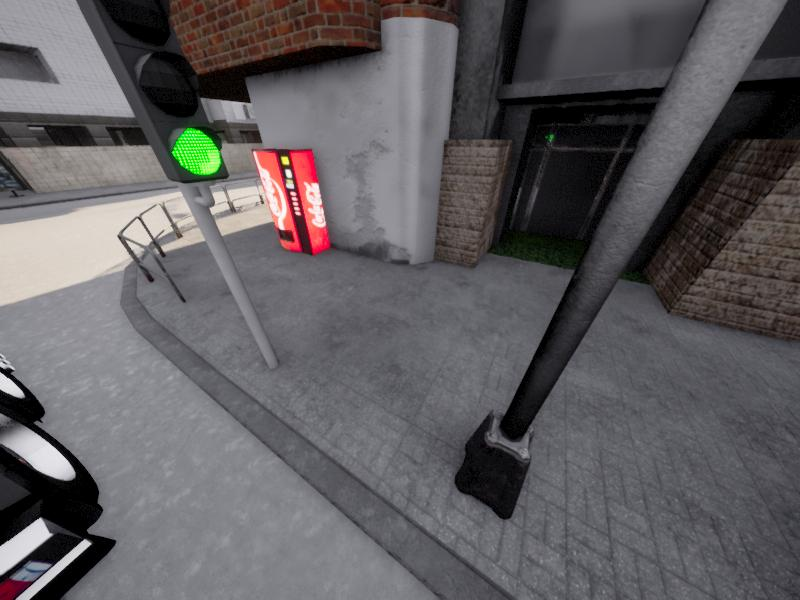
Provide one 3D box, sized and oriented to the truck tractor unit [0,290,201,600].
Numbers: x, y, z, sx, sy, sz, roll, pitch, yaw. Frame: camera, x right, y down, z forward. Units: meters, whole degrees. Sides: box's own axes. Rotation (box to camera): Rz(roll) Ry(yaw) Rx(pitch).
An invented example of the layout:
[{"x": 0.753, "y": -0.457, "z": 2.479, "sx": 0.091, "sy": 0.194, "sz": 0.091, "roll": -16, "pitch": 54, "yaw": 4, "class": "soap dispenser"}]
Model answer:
[{"x": -5.155, "y": -0.253, "z": 0.717, "sx": 6.516, "sy": 4.208, "sz": 3.053, "roll": 16, "pitch": 38, "yaw": 22, "class": "truck tractor unit"}]
